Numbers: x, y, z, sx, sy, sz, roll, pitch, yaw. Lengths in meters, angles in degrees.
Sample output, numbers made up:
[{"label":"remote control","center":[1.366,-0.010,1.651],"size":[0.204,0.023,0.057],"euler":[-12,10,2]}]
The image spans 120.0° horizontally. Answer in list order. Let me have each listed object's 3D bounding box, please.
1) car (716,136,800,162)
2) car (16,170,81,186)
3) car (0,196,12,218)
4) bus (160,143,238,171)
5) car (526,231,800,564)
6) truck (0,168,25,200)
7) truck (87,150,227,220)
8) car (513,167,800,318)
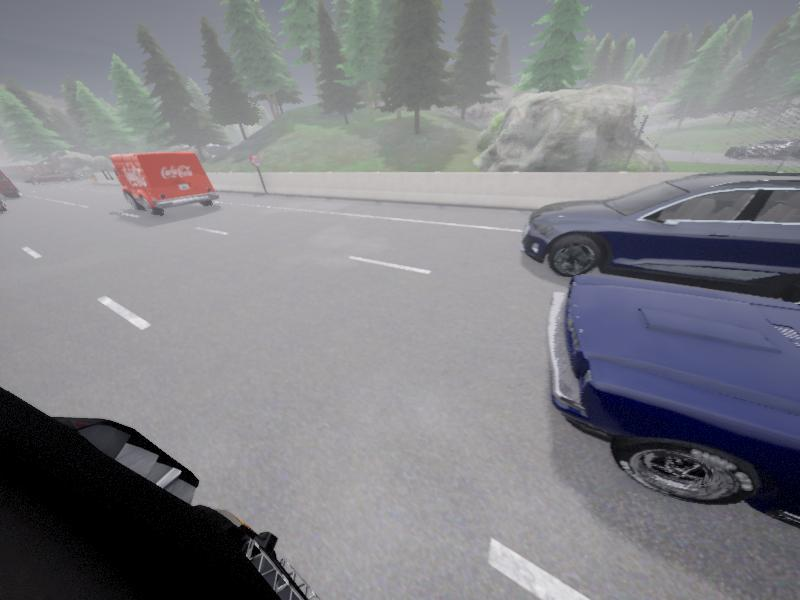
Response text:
[{"label":"car","center":[30.291,-12.391,18.863],"size":[2.038,1.542,4.974],"euler":[-2,34,1]},{"label":"car","center":[-50.295,-17.640,33.270],"size":[2.163,1.488,4.792],"euler":[26,43,36]},{"label":"car","center":[-23.143,-5.188,12.024],"size":[4.553,1.767,2.097],"euler":[23,41,33]},{"label":"bus","center":[-39.761,-28.806,46.385],"size":[3.944,4.253,10.273],"euler":[15,37,25]},{"label":"car","center":[3.594,0.768,1.356],"size":[4.718,1.301,1.895],"euler":[15,37,24]},{"label":"truck","center":[-37.280,-10.860,19.868],"size":[8.468,3.827,2.891],"euler":[15,37,24]},{"label":"truck","center":[-11.942,-5.829,11.485],"size":[5.204,2.467,2.627],"euler":[16,38,26]},{"label":"car","center":[4.882,-1.227,3.962],"size":[4.856,1.649,2.033],"euler":[15,37,25]}]
